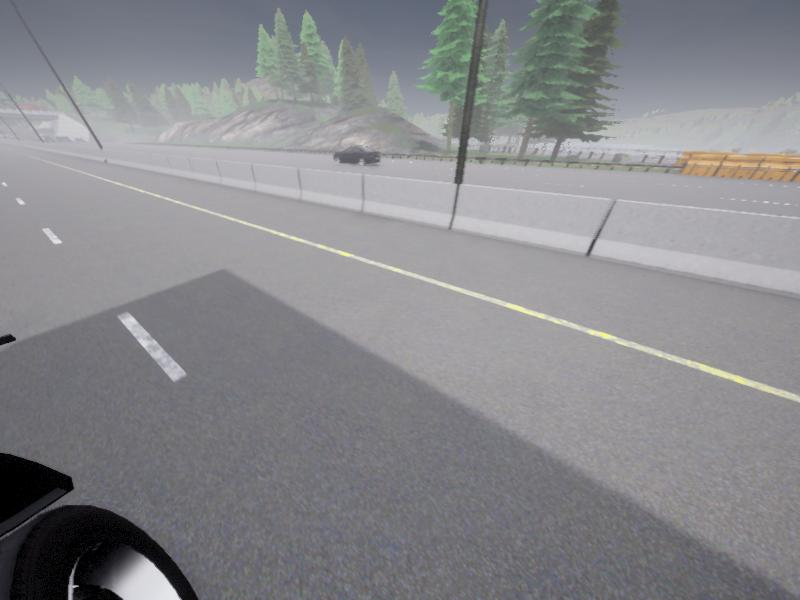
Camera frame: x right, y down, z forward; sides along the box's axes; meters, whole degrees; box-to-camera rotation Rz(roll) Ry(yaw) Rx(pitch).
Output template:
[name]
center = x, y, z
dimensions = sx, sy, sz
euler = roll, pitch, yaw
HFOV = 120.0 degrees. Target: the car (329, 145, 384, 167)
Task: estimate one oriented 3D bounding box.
[car]
center = -4.098, -13.618, 21.734
dimensions = 5.008, 1.535, 1.882
euler = 20, 40, 26
